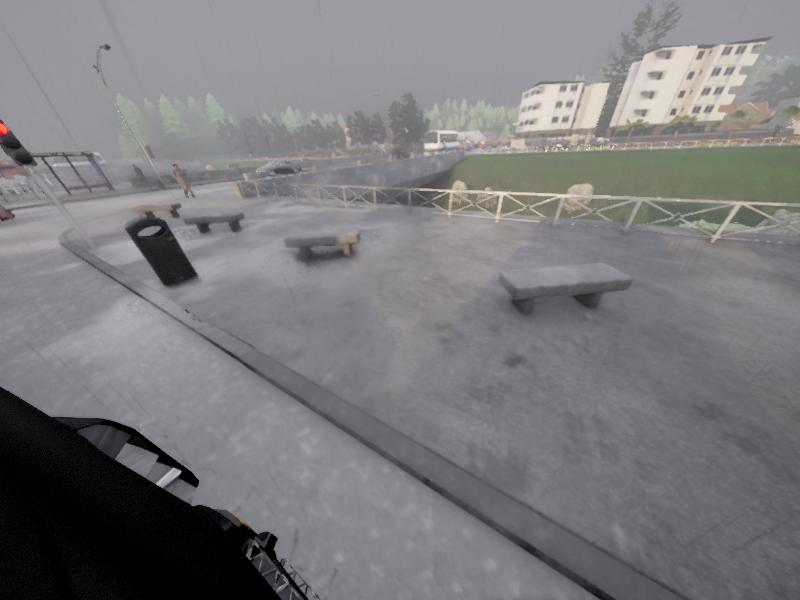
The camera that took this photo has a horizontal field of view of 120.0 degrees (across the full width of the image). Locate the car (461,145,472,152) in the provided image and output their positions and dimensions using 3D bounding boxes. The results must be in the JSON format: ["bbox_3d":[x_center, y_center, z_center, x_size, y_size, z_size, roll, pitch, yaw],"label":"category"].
[{"bbox_3d":[17.414,-39.649,60.459,1.789,1.549,3.705,16,38,26],"label":"car"}]

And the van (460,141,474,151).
[{"bbox_3d":[20.841,-47.875,71.711,2.351,2.431,6.366,16,38,26],"label":"van"}]

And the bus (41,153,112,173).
[{"bbox_3d":[-89.890,-38.468,64.663,3.944,4.253,10.273,16,38,26],"label":"bus"}]

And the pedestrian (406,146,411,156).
[{"bbox_3d":[1.949,-33.244,51.595,0.751,1.860,0.751,24,42,34],"label":"pedestrian"}]

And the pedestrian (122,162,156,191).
[{"bbox_3d":[-20.141,-9.556,17.895,0.751,1.860,0.751,6,35,13],"label":"pedestrian"}]

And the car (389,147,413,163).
[{"bbox_3d":[0.212,-22.659,36.097,1.905,1.878,3.866,16,37,26],"label":"car"}]

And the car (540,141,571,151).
[{"bbox_3d":[31.320,-31.131,46.698,4.892,1.490,1.837,17,38,27],"label":"car"}]

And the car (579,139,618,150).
[{"bbox_3d":[37.438,-29.411,43.738,5.357,1.411,2.033,16,38,26],"label":"car"}]

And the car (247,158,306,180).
[{"bbox_3d":[-12.783,-13.883,24.337,2.128,1.511,4.902,17,38,27],"label":"car"}]

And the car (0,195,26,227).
[{"bbox_3d":[-19.016,-3.276,9.088,1.994,1.385,4.181,15,38,25],"label":"car"}]

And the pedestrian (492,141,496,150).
[{"bbox_3d":[25.101,-41.220,61.698,0.751,1.860,0.751,8,35,16],"label":"pedestrian"}]

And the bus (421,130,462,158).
[{"bbox_3d":[8.694,-32.058,47.383,3.944,4.253,10.273,18,39,30],"label":"bus"}]

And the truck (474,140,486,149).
[{"bbox_3d":[28.990,-56.004,83.200,2.627,2.467,5.204,16,38,26],"label":"truck"}]

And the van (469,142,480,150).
[{"bbox_3d":[24.971,-51.810,77.636,2.069,2.038,4.480,16,38,26],"label":"van"}]

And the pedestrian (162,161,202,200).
[{"bbox_3d":[-12.348,-6.795,13.140,0.751,1.860,0.751,14,37,24],"label":"pedestrian"}]

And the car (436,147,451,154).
[{"bbox_3d":[11.012,-37.588,58.123,1.895,1.301,4.718,16,38,26],"label":"car"}]

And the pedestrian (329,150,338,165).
[{"bbox_3d":[-10.422,-22.361,36.286,0.751,1.860,0.751,16,38,27],"label":"pedestrian"}]
